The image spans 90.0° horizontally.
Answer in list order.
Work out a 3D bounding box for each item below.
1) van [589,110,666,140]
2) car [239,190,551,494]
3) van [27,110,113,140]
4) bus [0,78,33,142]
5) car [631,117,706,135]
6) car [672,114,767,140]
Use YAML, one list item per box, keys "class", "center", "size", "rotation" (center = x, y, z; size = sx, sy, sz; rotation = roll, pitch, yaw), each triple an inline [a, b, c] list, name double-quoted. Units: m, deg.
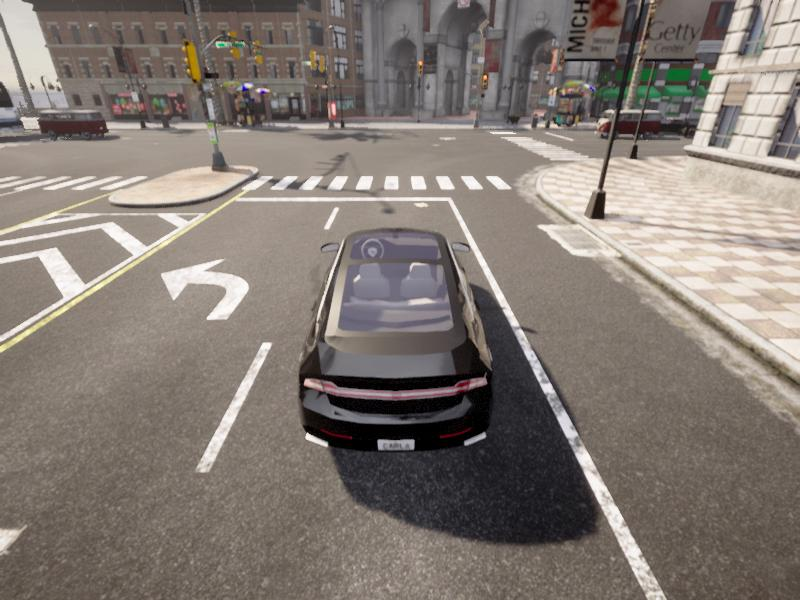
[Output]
- class: "van"
  center: [17.214, -13.358, 30.426]
  size: [4.442, 1.987, 1.775]
  rotation: [0, 27, 0]
- class: "car"
  center: [-0.056, -0.149, 5.247]
  size: [2.128, 1.511, 4.902]
  rotation: [0, 27, -1]
- class: "van"
  center: [-24.941, -13.328, 30.372]
  size: [4.442, 1.987, 1.775]
  rotation: [0, 27, 0]
- class: "bus"
  center: [-34.919, -14.259, 29.737]
  size: [10.273, 4.253, 3.944]
  rotation: [1, 27, -1]
- class: "car"
  center: [22.498, -14.650, 33.695]
  size: [4.718, 1.301, 1.895]
  rotation: [0, 27, 1]
- class: "car"
  center: [24.197, -13.201, 30.498]
  size: [5.238, 1.638, 1.930]
  rotation: [0, 27, 0]
